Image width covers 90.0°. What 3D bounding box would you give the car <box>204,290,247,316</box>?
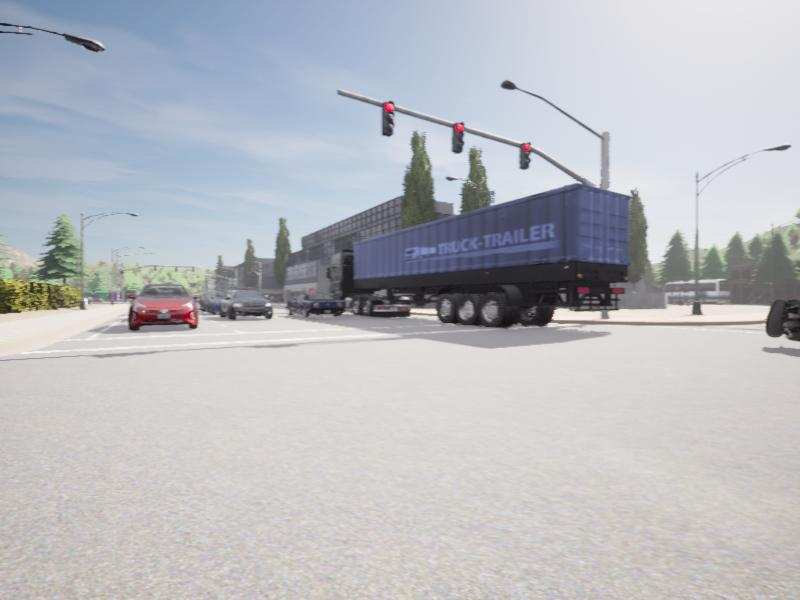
[{"bbox_3d":[-11.498,0.155,26.226,2.007,1.525,4.514,0,0,-31],"label":"car"}]

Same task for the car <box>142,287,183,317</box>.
[{"bbox_3d":[-15.027,0.106,25.292,2.033,1.649,4.856,0,0,-31],"label":"car"}]

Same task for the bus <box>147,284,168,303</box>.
[{"bbox_3d":[-57.212,-1.401,94.614,3.944,4.253,10.273,0,0,-30],"label":"bus"}]

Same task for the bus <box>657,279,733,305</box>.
[{"bbox_3d":[51.714,-1.316,70.582,3.944,4.253,10.273,0,0,-20],"label":"bus"}]

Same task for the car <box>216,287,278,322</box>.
[{"bbox_3d":[-7.867,0.169,20.261,2.038,1.542,4.974,0,0,-31],"label":"car"}]

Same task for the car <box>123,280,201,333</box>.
[{"bbox_3d":[-8.220,0.187,13.992,2.007,1.525,4.514,0,0,-30],"label":"car"}]

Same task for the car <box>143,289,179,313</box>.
[{"bbox_3d":[-18.689,0.068,31.299,2.242,1.667,4.611,0,0,-32],"label":"car"}]

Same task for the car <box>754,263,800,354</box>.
[{"bbox_3d":[9.025,0.154,5.984,1.930,1.638,5.238,0,0,-31],"label":"car"}]

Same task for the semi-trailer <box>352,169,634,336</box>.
[{"bbox_3d":[2.119,-1.267,17.324,2.717,4.402,14.254,0,0,-31],"label":"semi-trailer"}]

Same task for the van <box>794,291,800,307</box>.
[{"bbox_3d":[50.659,-0.122,48.528,1.775,1.987,4.442,0,0,7],"label":"van"}]

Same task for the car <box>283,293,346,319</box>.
[{"bbox_3d":[-4.807,0.282,21.968,1.895,1.301,4.718,0,0,-31],"label":"car"}]

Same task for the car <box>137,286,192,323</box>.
[{"bbox_3d":[-11.410,0.170,19.350,2.038,1.542,4.974,0,0,-31],"label":"car"}]

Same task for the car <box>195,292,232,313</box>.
[{"bbox_3d":[-14.813,0.147,31.667,2.128,1.511,4.902,0,0,-31],"label":"car"}]

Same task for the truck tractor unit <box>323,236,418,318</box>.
[{"bbox_3d":[-2.000,-1.190,24.085,3.053,4.208,6.516,0,0,-31],"label":"truck tractor unit"}]
